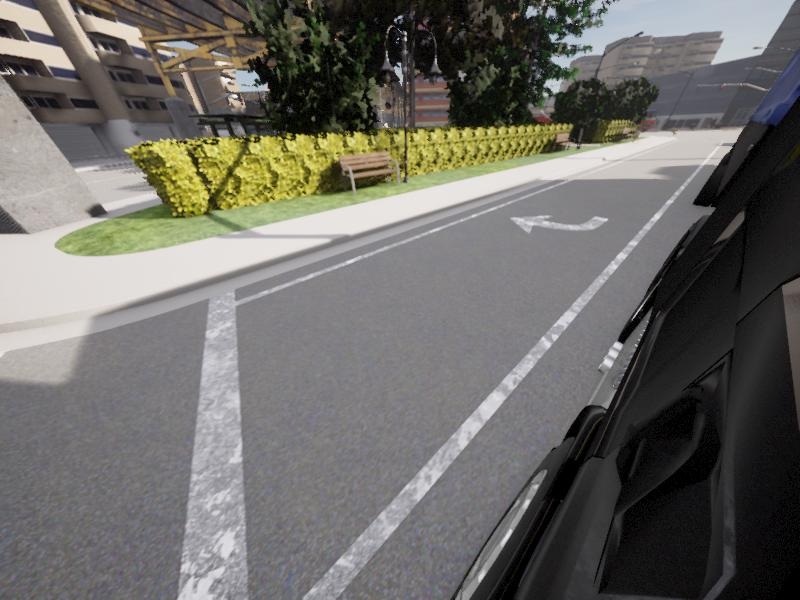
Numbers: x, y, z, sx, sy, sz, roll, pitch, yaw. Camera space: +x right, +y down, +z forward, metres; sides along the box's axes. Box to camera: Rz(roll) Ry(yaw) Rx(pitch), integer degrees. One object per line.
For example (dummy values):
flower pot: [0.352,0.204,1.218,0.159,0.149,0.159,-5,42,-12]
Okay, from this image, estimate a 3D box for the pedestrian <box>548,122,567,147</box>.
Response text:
pedestrian: [14.824,-15.619,21.822,0.751,1.860,0.751,5,37,9]

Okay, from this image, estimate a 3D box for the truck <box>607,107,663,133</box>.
truck: [48.032,-36.953,47.748,2.891,3.827,8.468,2,36,5]

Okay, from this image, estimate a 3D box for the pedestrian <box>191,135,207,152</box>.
pedestrian: [-27.130,-21.177,31.236,0.751,1.860,0.751,19,42,25]

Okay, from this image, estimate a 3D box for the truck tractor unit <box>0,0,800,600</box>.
truck tractor unit: [2.645,-0.295,0.351,6.516,4.208,3.053,-28,44,-30]

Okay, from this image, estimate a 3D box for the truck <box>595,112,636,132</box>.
truck: [56.435,-46.812,60.905,2.891,3.827,8.468,2,36,5]

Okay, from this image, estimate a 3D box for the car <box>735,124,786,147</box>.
car: [31.364,-14.385,20.151,4.674,1.442,1.812,-27,43,-30]

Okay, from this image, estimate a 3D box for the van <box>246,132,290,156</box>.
van: [-15.114,-18.220,26.881,2.069,2.038,4.480,2,37,5]

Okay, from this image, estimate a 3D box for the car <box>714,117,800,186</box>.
car: [16.185,-6.600,9.987,5.566,2.045,2.150,-27,44,-31]

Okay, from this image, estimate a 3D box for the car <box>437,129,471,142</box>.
car: [8.619,-26.693,37.466,5.027,1.651,2.152,2,37,5]

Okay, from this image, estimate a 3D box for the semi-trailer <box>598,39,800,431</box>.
semi-trailer: [8.680,-3.588,4.286,14.254,4.402,2.717,-28,44,-30]

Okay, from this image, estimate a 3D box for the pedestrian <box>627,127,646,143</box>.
pedestrian: [24.168,-16.835,23.585,0.751,1.300,0.751,-28,44,-31]
